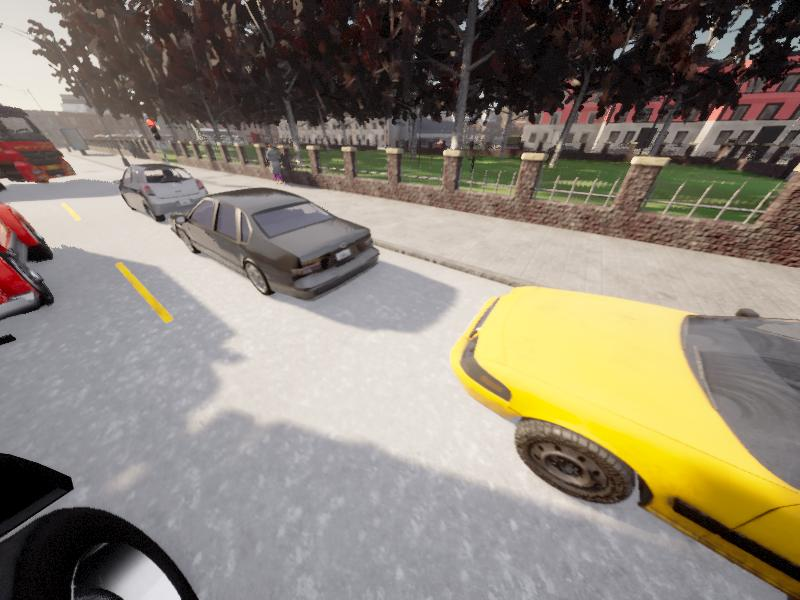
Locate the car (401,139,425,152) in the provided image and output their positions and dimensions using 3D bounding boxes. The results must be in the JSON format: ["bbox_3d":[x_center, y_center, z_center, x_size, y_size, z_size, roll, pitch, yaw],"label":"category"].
[{"bbox_3d":[2.587,-31.416,46.907,4.605,1.855,1.932,24,41,27],"label":"car"}]

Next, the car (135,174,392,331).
[{"bbox_3d":[-2.938,-1.505,4.818,5.357,1.411,2.033,22,41,28],"label":"car"}]

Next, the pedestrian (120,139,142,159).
[{"bbox_3d":[-29.577,-16.602,25.408,0.751,1.860,0.751,23,41,28],"label":"pedestrian"}]

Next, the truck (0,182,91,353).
[{"bbox_3d":[-7.510,-0.992,3.095,5.204,2.467,2.627,23,41,28],"label":"truck"}]

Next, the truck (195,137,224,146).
[{"bbox_3d":[-58.780,-48.999,71.394,2.390,2.098,6.274,22,41,28],"label":"truck"}]

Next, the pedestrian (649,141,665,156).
[{"bbox_3d":[39.073,-23.015,35.083,0.751,1.860,0.751,16,38,22],"label":"pedestrian"}]

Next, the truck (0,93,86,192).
[{"bbox_3d":[-22.282,-7.072,10.453,8.468,3.827,2.891,-11,36,-16],"label":"truck"}]

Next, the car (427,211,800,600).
[{"bbox_3d":[2.976,0.962,1.202,5.366,1.575,1.801,23,41,29],"label":"car"}]

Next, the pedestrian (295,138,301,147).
[{"bbox_3d":[-26.744,-41.319,60.530,0.751,1.860,0.751,24,41,30],"label":"pedestrian"}]

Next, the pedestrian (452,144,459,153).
[{"bbox_3d":[9.152,-25.155,38.360,0.751,1.300,0.751,23,41,28],"label":"pedestrian"}]

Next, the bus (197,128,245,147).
[{"bbox_3d":[-54.271,-49.574,70.548,3.944,4.253,10.273,22,41,28],"label":"bus"}]

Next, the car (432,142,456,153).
[{"bbox_3d":[8.257,-28.895,43.734,3.806,1.475,1.970,23,41,28],"label":"car"}]

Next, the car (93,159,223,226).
[{"bbox_3d":[-8.335,-3.879,8.026,3.633,1.501,1.845,21,40,27],"label":"car"}]

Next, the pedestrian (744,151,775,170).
[{"bbox_3d":[30.683,-11.929,19.758,0.751,1.300,0.751,22,41,28],"label":"pedestrian"}]

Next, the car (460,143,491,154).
[{"bbox_3d":[13.324,-26.815,40.779,4.514,1.525,2.007,23,41,28],"label":"car"}]

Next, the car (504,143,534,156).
[{"bbox_3d":[19.179,-24.399,37.373,3.705,1.549,1.789,23,41,28],"label":"car"}]

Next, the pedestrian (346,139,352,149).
[{"bbox_3d":[-11.016,-33.759,49.925,0.751,1.860,0.751,23,41,28],"label":"pedestrian"}]

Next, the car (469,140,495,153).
[{"bbox_3d":[15.416,-28.927,43.478,3.866,1.878,1.905,23,41,28],"label":"car"}]

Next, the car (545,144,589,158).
[{"bbox_3d":[24.658,-22.102,34.207,4.892,1.490,1.837,22,41,28],"label":"car"}]

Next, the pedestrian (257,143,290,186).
[{"bbox_3d":[-6.530,-7.030,12.005,0.751,1.860,0.751,22,41,28],"label":"pedestrian"}]

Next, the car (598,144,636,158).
[{"bbox_3d":[31.816,-21.950,34.021,3.633,1.501,1.845,23,41,29],"label":"car"}]
